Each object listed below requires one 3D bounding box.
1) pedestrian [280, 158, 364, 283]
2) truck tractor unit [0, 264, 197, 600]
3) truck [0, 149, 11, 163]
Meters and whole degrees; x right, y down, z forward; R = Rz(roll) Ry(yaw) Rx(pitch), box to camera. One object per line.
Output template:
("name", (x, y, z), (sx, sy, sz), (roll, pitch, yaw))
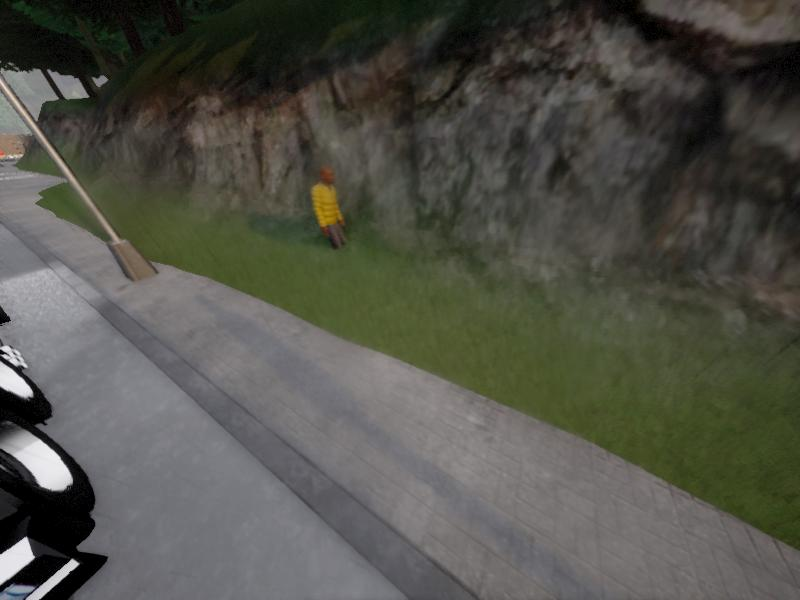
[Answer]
("pedestrian", (-1.207, -1.334, 3.979), (0.751, 1.860, 0.751), (10, 36, 14))
("truck tractor unit", (-5.113, -0.298, 0.783), (6.516, 4.208, 3.053), (18, 39, 24))
("truck", (-56.935, -19.418, 30.331), (2.627, 2.467, 5.204), (18, 38, 24))
